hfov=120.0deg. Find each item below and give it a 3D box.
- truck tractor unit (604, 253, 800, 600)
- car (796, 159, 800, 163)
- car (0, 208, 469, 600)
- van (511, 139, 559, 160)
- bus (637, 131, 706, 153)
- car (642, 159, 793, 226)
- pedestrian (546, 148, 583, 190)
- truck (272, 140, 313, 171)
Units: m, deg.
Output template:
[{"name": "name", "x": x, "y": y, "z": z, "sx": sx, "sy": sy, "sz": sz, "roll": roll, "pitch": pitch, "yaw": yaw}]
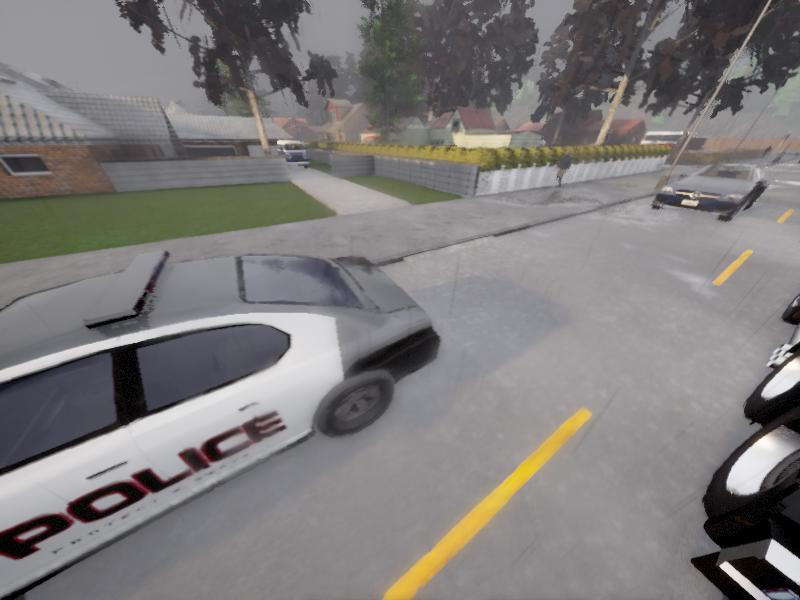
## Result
[{"name": "truck tractor unit", "x": 5.090, "y": -0.321, "z": 0.813, "sx": 6.516, "sy": 4.208, "sz": 3.053, "roll": -19, "pitch": 39, "yaw": -25}, {"name": "car", "x": 53.995, "y": -18.735, "z": 29.793, "sx": 4.605, "sy": 1.855, "sz": 1.932, "roll": -19, "pitch": 39, "yaw": -25}, {"name": "car", "x": -2.143, "y": 0.594, "z": 1.811, "sx": 4.974, "sy": 1.542, "sz": 2.038, "roll": -19, "pitch": 39, "yaw": -25}, {"name": "van", "x": 20.676, "y": -23.472, "z": 35.822, "sx": 1.988, "sy": 2.561, "sz": 5.915, "roll": -19, "pitch": 39, "yaw": -25}, {"name": "bus", "x": 69.959, "y": -41.024, "z": 59.979, "sx": 3.944, "sy": 4.253, "sz": 10.273, "roll": -19, "pitch": 39, "yaw": -25}, {"name": "car", "x": 12.302, "y": -4.369, "z": 8.992, "sx": 5.027, "sy": 1.651, "sz": 2.152, "roll": -19, "pitch": 39, "yaw": -25}, {"name": "pedestrian", "x": 8.664, "y": -6.936, "z": 12.236, "sx": 0.751, "sy": 1.860, "sz": 0.751, "roll": -19, "pitch": 39, "yaw": -26}, {"name": "truck", "x": -9.352, "y": -12.614, "z": 20.031, "sx": 2.069, "sy": 2.038, "sz": 4.478, "roll": -19, "pitch": 39, "yaw": -25}]
